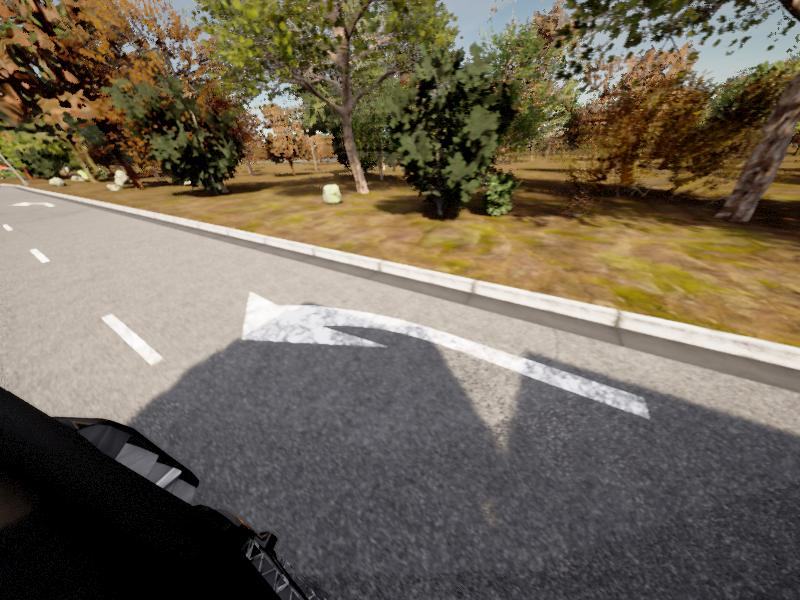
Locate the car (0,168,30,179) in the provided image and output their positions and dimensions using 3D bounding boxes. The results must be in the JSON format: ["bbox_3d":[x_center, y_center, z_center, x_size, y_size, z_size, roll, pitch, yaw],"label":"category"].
[{"bbox_3d":[-84.009,-26.964,49.368,2.185,1.767,4.553,7,34,15],"label":"car"}]

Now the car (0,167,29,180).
[{"bbox_3d":[-81.638,-26.131,47.736,1.878,1.987,4.442,7,34,15],"label":"car"}]

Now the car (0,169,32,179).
[{"bbox_3d":[-88.797,-28.550,52.368,1.946,1.575,5.366,8,34,15],"label":"car"}]

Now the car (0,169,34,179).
[{"bbox_3d":[-86.323,-27.857,51.132,1.946,1.575,5.366,7,34,15],"label":"car"}]
